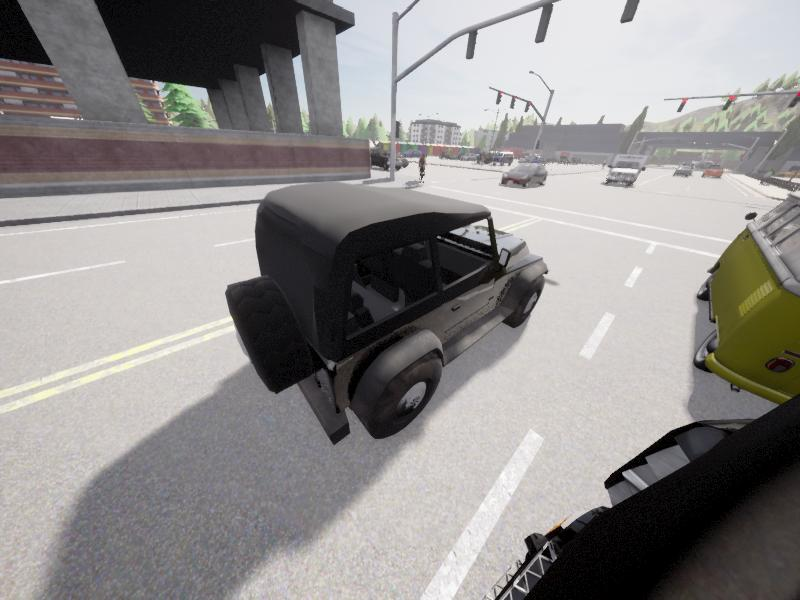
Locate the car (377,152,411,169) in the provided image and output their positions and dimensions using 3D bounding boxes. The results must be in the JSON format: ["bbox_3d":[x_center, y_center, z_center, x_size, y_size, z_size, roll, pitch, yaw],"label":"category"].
[{"bbox_3d":[-0.823,-17.117,28.249,1.816,1.474,4.193,-25,42,-35],"label":"car"}]

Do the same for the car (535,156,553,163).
[{"bbox_3d":[38.221,-37.177,61.315,5.357,1.415,2.033,-24,42,-35],"label":"car"}]

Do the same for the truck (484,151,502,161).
[{"bbox_3d":[24.216,-37.514,60.165,4.478,2.038,2.069,-24,42,-35],"label":"truck"}]

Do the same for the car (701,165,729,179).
[{"bbox_3d":[53.149,-21.718,39.083,4.553,1.767,2.097,-24,42,-35],"label":"car"}]

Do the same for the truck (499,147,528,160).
[{"bbox_3d":[41.501,-53.762,84.646,2.891,3.827,8.468,-23,41,-33],"label":"truck"}]

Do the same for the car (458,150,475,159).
[{"bbox_3d":[18.757,-41.021,65.209,4.605,1.855,1.932,-24,42,-35],"label":"car"}]

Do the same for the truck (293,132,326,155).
[{"bbox_3d":[-19.119,-33.068,48.777,2.891,3.827,8.468,-25,42,-35],"label":"truck"}]

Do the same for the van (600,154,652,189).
[{"bbox_3d":[21.214,-12.271,21.820,2.351,2.431,6.366,26,40,31],"label":"van"}]

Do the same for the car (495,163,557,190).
[{"bbox_3d":[9.825,-9.706,17.923,4.792,1.488,2.163,-25,42,-35],"label":"car"}]

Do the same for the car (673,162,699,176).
[{"bbox_3d":[52.889,-24.278,42.694,5.566,2.045,2.150,-24,42,-35],"label":"car"}]

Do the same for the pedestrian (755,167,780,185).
[{"bbox_3d":[44.487,-15.058,28.005,0.751,1.860,0.751,-25,42,-35],"label":"pedestrian"}]

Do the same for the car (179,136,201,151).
[{"bbox_3d":[-35.278,-26.259,38.800,1.905,1.878,3.866,-24,42,-35],"label":"car"}]

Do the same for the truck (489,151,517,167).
[{"bbox_3d":[17.535,-23.975,39.255,4.478,2.038,2.069,-24,42,-35],"label":"truck"}]

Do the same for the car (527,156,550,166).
[{"bbox_3d":[28.817,-28.852,47.937,4.611,1.667,2.242,-24,42,-35],"label":"car"}]

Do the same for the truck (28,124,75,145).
[{"bbox_3d":[-54.983,-26.148,36.671,2.615,2.467,5.204,-24,42,-35],"label":"truck"}]

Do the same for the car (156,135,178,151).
[{"bbox_3d":[-37.486,-25.262,37.131,1.905,1.878,3.866,-24,42,-35],"label":"car"}]

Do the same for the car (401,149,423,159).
[{"bbox_3d":[2.698,-33.635,53.170,4.611,1.667,2.242,-24,42,-35],"label":"car"}]

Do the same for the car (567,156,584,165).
[{"bbox_3d":[46.724,-37.072,61.374,4.605,1.855,1.932,-24,42,-35],"label":"car"}]

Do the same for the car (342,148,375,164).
[{"bbox_3d":[-5.930,-20.545,32.876,1.930,1.638,5.238,-25,42,-35],"label":"car"}]

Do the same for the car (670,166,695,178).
[{"bbox_3d":[47.210,-21.421,38.543,5.357,1.411,2.033,-25,42,-35],"label":"car"}]

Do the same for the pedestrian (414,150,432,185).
[{"bbox_3d":[1.461,-8.567,14.963,0.751,1.860,0.751,-9,35,-17],"label":"pedestrian"}]

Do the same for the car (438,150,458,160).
[{"bbox_3d":[11.097,-33.491,53.281,4.605,1.855,1.932,-24,42,-35],"label":"car"}]

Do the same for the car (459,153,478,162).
[{"bbox_3d":[14.798,-30.859,50.032,3.806,1.475,1.970,-24,42,-35],"label":"car"}]

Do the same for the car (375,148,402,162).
[{"bbox_3d":[-1.962,-23.841,38.005,2.097,1.767,4.553,-25,42,-35],"label":"car"}]

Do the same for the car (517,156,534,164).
[{"bbox_3d":[29.944,-33.437,55.064,3.806,1.475,1.970,-24,42,-35],"label":"car"}]

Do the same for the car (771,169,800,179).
[{"bbox_3d":[90.187,-28.805,52.790,1.801,1.575,5.366,-24,42,-35],"label":"car"}]

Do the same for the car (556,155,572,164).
[{"bbox_3d":[44.859,-38.358,63.176,3.866,1.878,1.905,-24,42,-35],"label":"car"}]

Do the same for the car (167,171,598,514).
[{"bbox_3d":[0.273,-0.350,2.784,3.866,1.878,1.905,-24,42,-35],"label":"car"}]

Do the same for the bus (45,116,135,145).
[{"bbox_3d":[-65.292,-36.015,49.429,10.273,4.253,3.944,-24,42,-35],"label":"bus"}]

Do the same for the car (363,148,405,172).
[{"bbox_3d":[-1.823,-15.032,24.670,1.932,1.855,4.605,-25,42,-35],"label":"car"}]

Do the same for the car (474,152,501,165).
[{"bbox_3d":[15.572,-25.143,41.038,4.605,1.855,1.932,-24,42,-35],"label":"car"}]

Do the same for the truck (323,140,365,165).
[{"bbox_3d":[-7.121,-18.772,29.364,2.627,2.467,5.204,-25,42,-35],"label":"truck"}]

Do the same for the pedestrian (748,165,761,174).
[{"bbox_3d":[88.931,-32.701,57.958,0.751,1.860,0.751,10,34,10],"label":"pedestrian"}]

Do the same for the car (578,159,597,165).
[{"bbox_3d":[57.015,-41.885,70.128,1.970,1.475,3.806,-24,42,-34],"label":"car"}]

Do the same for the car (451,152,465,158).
[{"bbox_3d":[16.888,-42.138,67.132,3.905,1.438,1.784,-24,42,-35],"label":"car"}]

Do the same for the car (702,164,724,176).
[{"bbox_3d":[63.710,-26.543,47.079,3.866,1.878,1.905,-24,42,-35],"label":"car"}]

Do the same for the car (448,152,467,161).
[{"bbox_3d":[12.894,-32.156,51.785,3.905,1.438,1.784,-24,42,-35],"label":"car"}]

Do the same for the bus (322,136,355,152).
[{"bbox_3d":[-21.741,-55.607,82.252,10.273,4.253,3.944,-24,42,-35],"label":"bus"}]

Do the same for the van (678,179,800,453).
[{"bbox_3d":[5.426,-0.146,2.781,4.442,1.987,1.775,-24,42,-35],"label":"van"}]
